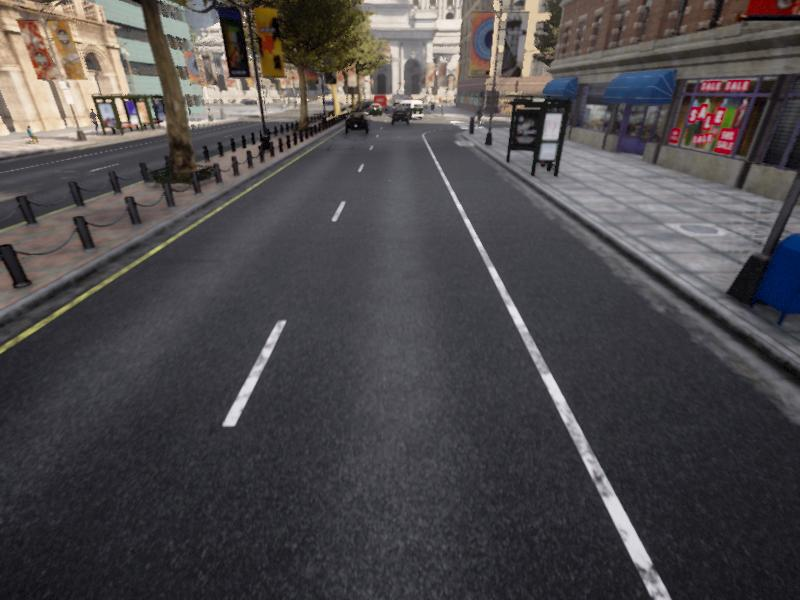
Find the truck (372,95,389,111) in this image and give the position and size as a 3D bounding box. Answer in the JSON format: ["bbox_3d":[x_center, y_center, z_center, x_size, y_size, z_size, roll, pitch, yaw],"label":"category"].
[{"bbox_3d":[-3.443,-35.060,71.214,2.627,2.467,5.204,0,27,0],"label":"truck"}]

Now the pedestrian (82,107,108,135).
[{"bbox_3d":[-22.447,-13.165,29.426,0.751,1.860,0.751,0,27,0],"label":"pedestrian"}]

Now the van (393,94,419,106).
[{"bbox_3d":[1.352,-46.443,92.970,5.915,2.561,1.988,0,27,0],"label":"van"}]

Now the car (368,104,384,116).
[{"bbox_3d":[-3.454,-27.582,57.926,1.970,1.475,3.806,0,28,0],"label":"car"}]

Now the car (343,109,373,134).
[{"bbox_3d":[-3.472,-15.104,33.773,1.930,1.638,5.238,0,27,0],"label":"car"}]

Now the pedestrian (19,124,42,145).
[{"bbox_3d":[-22.306,-10.002,24.171,0.500,1.100,0.500,5,28,9],"label":"pedestrian"}]

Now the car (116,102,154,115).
[{"bbox_3d":[-38.403,-27.865,58.169,2.128,1.511,4.902,0,27,0],"label":"car"}]

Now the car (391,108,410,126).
[{"bbox_3d":[0.035,-19.204,41.812,1.837,1.490,4.892,0,28,0],"label":"car"}]

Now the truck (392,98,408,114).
[{"bbox_3d":[0.051,-31.016,63.845,2.390,2.098,6.274,0,27,0],"label":"truck"}]

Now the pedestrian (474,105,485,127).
[{"bbox_3d":[7.551,-17.502,38.092,0.751,1.860,0.751,0,27,0],"label":"pedestrian"}]

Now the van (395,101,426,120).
[{"bbox_3d":[1.278,-23.631,49.716,2.069,2.038,4.480,-12,29,-22],"label":"van"}]

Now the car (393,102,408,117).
[{"bbox_3d":[0.045,-26.761,56.172,1.930,1.638,5.238,0,27,0],"label":"car"}]

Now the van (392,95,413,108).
[{"bbox_3d":[0.551,-42.771,86.070,2.351,2.431,6.366,10,29,18],"label":"van"}]
